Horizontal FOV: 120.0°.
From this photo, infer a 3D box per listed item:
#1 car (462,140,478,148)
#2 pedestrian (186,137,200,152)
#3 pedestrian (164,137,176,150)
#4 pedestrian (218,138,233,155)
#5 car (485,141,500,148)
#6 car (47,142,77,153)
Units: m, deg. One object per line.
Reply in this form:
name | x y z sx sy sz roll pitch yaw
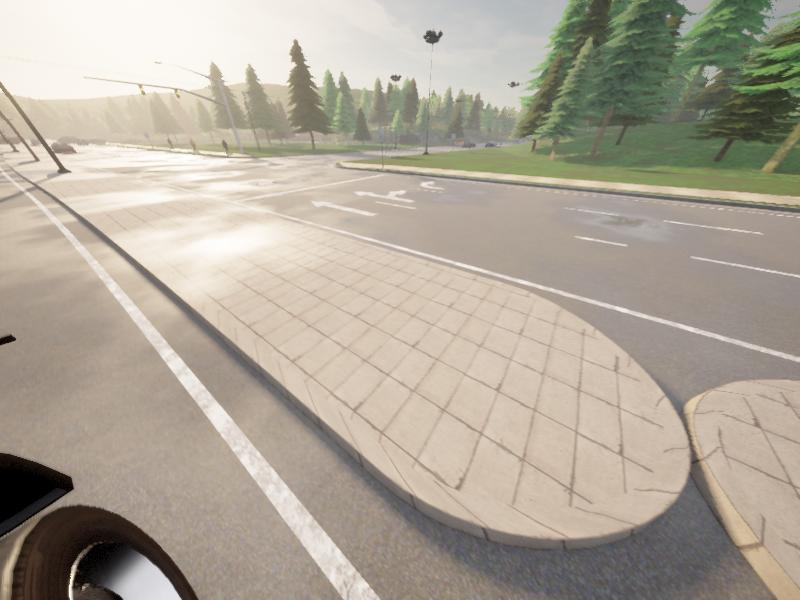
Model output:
car | 17.850 -39.907 59.149 2.033 1.649 4.856 23 41 29
pedestrian | -32.958 -24.760 36.805 0.751 1.860 0.751 23 41 29
pedestrian | -41.928 -28.601 42.176 0.751 1.860 0.751 23 41 29
pedestrian | -23.500 -20.693 31.116 0.751 1.860 0.751 24 41 29
car | 24.838 -41.976 62.183 2.038 1.542 4.974 23 41 29
car | -53.940 -24.413 36.882 4.181 1.385 1.994 22 41 28
